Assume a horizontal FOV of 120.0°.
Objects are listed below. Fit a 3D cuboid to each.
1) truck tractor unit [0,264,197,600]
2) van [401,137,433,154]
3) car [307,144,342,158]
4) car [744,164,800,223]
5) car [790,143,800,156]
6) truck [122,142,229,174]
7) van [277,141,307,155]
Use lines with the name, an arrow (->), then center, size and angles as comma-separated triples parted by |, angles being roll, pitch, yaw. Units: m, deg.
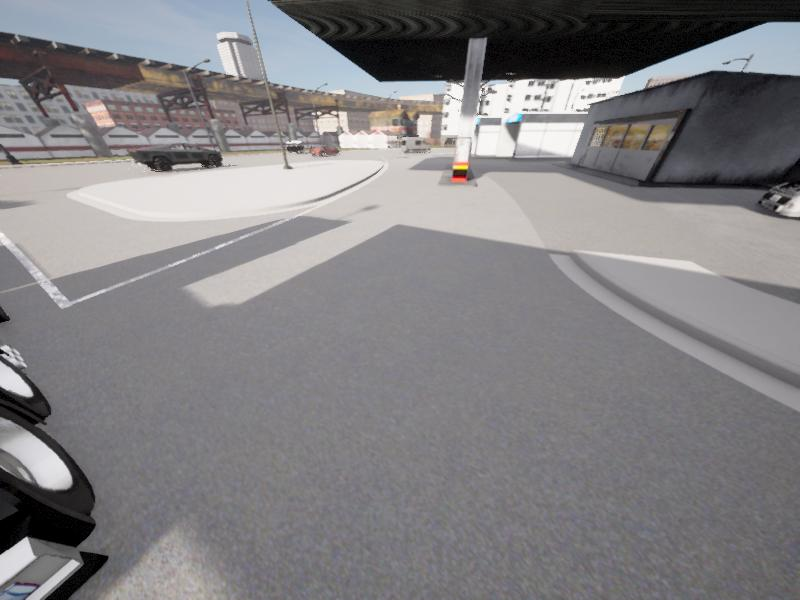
truck tractor unit -> -5.110, -0.302, 0.777 | 6.516, 4.208, 3.053 | 18, 39, 24
van -> 3.250, -29.671, 44.346 | 5.915, 2.561, 1.988 | -18, 38, -23
car -> -12.048, -24.156, 37.355 | 2.152, 1.651, 5.027 | 20, 40, 27
car -> 14.300, -3.091, 6.930 | 3.806, 1.475, 1.970 | 18, 39, 25
car -> 57.880, -20.542, 31.176 | 2.150, 2.045, 5.566 | 11, 37, 16
truck -> -20.010, -13.099, 21.130 | 2.390, 2.098, 6.274 | 19, 39, 25
van -> -20.160, -28.513, 43.304 | 2.069, 2.038, 4.480 | 14, 38, 23
